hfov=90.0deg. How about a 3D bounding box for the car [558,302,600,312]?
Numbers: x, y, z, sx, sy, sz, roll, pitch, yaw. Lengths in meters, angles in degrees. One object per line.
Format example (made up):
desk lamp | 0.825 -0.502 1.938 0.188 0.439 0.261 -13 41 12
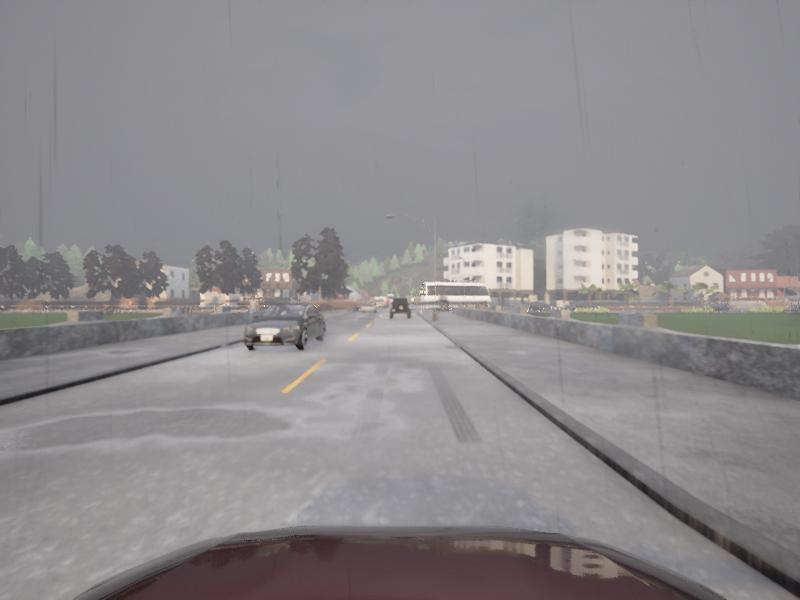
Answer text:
car | 27.198 1.018 60.901 5.357 1.411 2.033 0 0 0

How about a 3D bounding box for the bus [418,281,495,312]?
bus | 8.133 -0.412 58.155 10.273 4.253 3.944 0 -2 -10

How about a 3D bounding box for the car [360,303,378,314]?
car | -3.970 1.047 51.355 1.895 1.301 4.718 0 0 0

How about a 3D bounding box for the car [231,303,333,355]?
car | -3.895 0.865 14.286 2.128 1.511 4.902 0 0 1

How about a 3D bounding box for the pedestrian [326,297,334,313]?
pedestrian | -8.353 0.630 47.951 0.751 1.860 0.751 0 0 14

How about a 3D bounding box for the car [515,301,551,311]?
car | 20.188 0.968 60.790 4.892 1.490 1.837 0 0 1

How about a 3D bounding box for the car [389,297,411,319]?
car | 0.025 0.721 36.978 1.905 1.878 3.866 0 0 0

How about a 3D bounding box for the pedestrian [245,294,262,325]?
pedestrian | -9.067 0.583 24.754 0.751 1.860 0.751 0 0 -2
